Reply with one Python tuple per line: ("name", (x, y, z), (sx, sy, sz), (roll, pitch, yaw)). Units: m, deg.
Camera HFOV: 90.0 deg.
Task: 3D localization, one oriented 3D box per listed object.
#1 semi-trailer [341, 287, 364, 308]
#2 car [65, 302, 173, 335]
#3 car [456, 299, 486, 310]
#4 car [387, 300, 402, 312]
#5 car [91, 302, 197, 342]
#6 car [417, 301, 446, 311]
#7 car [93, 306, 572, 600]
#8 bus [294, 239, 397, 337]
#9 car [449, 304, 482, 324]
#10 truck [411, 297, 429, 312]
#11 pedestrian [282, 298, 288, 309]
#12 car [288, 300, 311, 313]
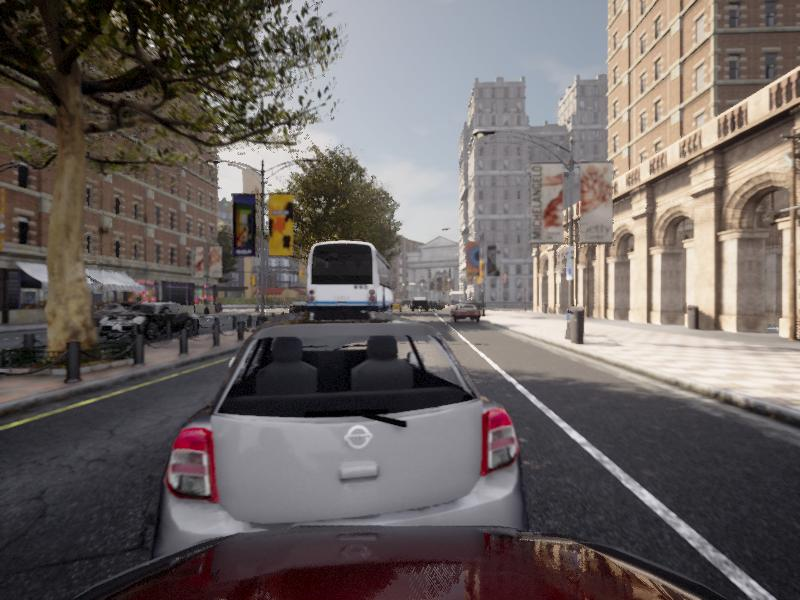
("semi-trailer", (-10.542, -0.564, 90.222), (2.717, 4.402, 14.254), (0, 0, 3))
("car", (-13.951, 0.844, 20.320), (1.837, 1.490, 4.892), (0, 0, 3))
("car", (11.765, 0.712, 66.352), (4.605, 1.855, 1.932), (0, 0, 2))
("car", (-0.720, 0.839, 55.955), (1.801, 1.575, 5.366), (0, 0, 3))
("car", (-10.613, 0.853, 16.966), (1.970, 1.475, 3.806), (0, 0, 3))
("car", (5.034, 0.905, 64.085), (4.193, 1.474, 1.816), (0, 0, 21))
("car", (-0.544, 0.827, 3.335), (1.845, 1.501, 3.633), (0, 0, -13))
("bus", (-2.447, -0.521, 22.607), (3.944, 4.253, 10.273), (0, 0, 3))
("car", (4.771, 0.964, 29.681), (1.895, 1.301, 4.718), (0, 0, 3))
("truck", (2.835, 0.586, 56.951), (2.390, 2.098, 6.274), (0, 0, 3))
("pedestrian", (-19.831, 0.664, 68.854), (0.751, 1.860, 0.751), (0, 0, 2))
("car", (-13.351, 0.794, 53.027), (1.930, 1.638, 5.238), (1, 0, -25))
